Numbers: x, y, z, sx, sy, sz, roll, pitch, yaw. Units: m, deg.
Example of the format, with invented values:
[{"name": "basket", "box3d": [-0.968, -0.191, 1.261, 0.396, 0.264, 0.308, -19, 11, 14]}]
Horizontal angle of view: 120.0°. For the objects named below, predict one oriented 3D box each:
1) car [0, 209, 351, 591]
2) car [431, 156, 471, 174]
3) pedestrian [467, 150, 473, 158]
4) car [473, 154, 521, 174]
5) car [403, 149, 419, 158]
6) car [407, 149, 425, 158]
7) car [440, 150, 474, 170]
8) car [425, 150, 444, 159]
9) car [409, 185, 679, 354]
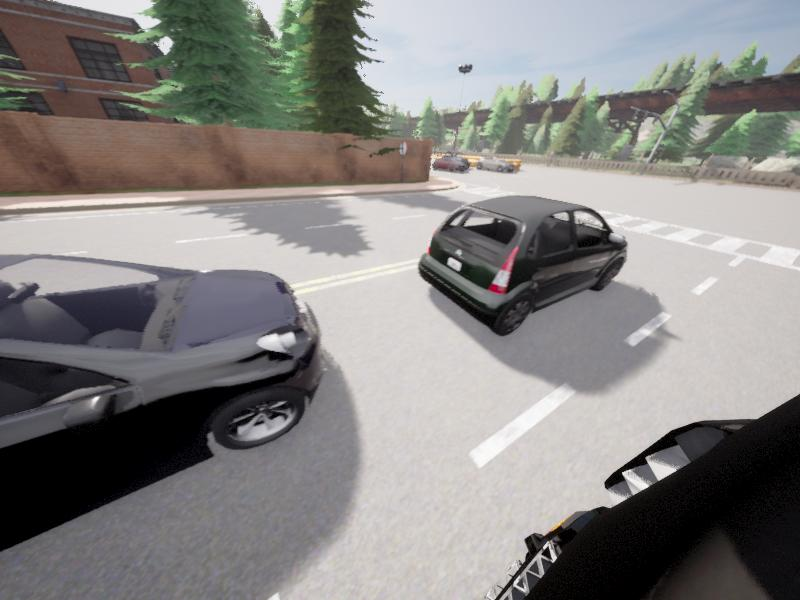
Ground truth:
[{"name": "car", "box3d": [-2.461, 0.487, 1.631, 3.633, 1.501, 1.845, -16, 38, -26]}, {"name": "car", "box3d": [5.545, -15.056, 25.615, 1.994, 1.385, 4.181, -16, 38, -26]}, {"name": "pedestrian", "box3d": [17.827, -37.355, 59.114, 0.751, 1.860, 0.751, -20, 40, -31]}, {"name": "car", "box3d": [11.722, -16.783, 28.431, 2.152, 1.651, 5.027, -16, 38, -26]}, {"name": "car", "box3d": [2.517, -33.864, 53.412, 1.970, 1.475, 3.806, -16, 38, -26]}, {"name": "car", "box3d": [3.967, -36.353, 57.189, 2.038, 1.542, 4.974, -16, 38, -26]}, {"name": "car", "box3d": [7.088, -17.650, 29.139, 1.905, 1.878, 3.866, -16, 38, -26]}, {"name": "car", "box3d": [8.372, -35.813, 56.747, 1.837, 1.490, 4.892, -16, 38, -26]}, {"name": "car", "box3d": [2.385, -0.931, 4.045, 3.988, 1.617, 1.851, -16, 38, -26]}]
